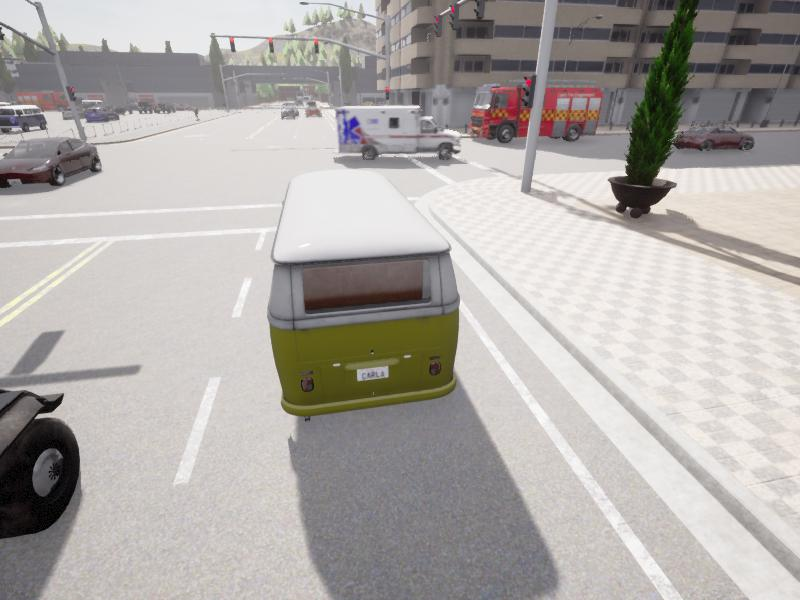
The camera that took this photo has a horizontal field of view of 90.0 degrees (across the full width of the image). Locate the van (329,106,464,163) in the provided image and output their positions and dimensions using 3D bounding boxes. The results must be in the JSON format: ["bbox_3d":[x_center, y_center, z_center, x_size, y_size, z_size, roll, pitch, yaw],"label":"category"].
[{"bbox_3d":[-0.105,-8.465,20.338,6.366,2.431,2.351,2,28,4],"label":"van"}]

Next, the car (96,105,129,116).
[{"bbox_3d":[-44.202,-29.222,61.644,2.033,1.415,5.357,-5,28,-10],"label":"car"}]

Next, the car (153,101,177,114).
[{"bbox_3d":[-39.940,-32.797,68.076,1.932,1.855,4.605,-5,28,-10],"label":"car"}]

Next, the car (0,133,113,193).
[{"bbox_3d":[-13.671,-5.483,15.613,2.163,1.488,4.792,-5,28,-10],"label":"car"}]

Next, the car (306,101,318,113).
[{"bbox_3d":[-16.076,-35.346,73.343,1.905,1.878,3.866,-5,28,-10],"label":"car"}]

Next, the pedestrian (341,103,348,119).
[{"bbox_3d":[-7.277,-24.655,52.159,0.751,1.860,0.751,-5,28,-10],"label":"pedestrian"}]

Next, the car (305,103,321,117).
[{"bbox_3d":[-13.288,-28.992,61.070,2.097,1.767,4.553,-5,28,-10],"label":"car"}]

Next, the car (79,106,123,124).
[{"bbox_3d":[-35.279,-21.955,47.351,2.242,1.667,4.611,-5,28,-10],"label":"car"}]

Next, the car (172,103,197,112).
[{"bbox_3d":[-43.395,-38.802,80.634,3.806,1.475,1.970,-5,28,-10],"label":"car"}]

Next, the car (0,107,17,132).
[{"bbox_3d":[-35.165,-15.072,33.590,1.932,1.855,4.605,-5,28,-10],"label":"car"}]

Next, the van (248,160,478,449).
[{"bbox_3d":[-0.682,-0.529,5.468,1.775,1.987,4.442,-5,28,-10],"label":"van"}]

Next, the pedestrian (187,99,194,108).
[{"bbox_3d":[-49.083,-45.976,93.706,0.751,1.860,0.751,-4,27,-8],"label":"pedestrian"}]

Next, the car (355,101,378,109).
[{"bbox_3d":[-8.012,-47.073,96.498,5.366,1.575,1.801,-5,28,-10],"label":"car"}]

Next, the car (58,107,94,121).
[{"bbox_3d":[-42.049,-24.273,52.029,1.970,1.475,3.806,-5,28,-10],"label":"car"}]

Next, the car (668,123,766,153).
[{"bbox_3d":[18.566,-9.561,23.557,4.181,1.385,1.994,-5,28,-10],"label":"car"}]

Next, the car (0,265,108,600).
[{"bbox_3d":[-3.362,1.529,1.572,1.905,1.878,3.866,-5,28,-10],"label":"car"}]

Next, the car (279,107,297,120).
[{"bbox_3d":[-15.726,-26.325,56.317,2.033,1.411,5.357,-6,28,-11],"label":"car"}]

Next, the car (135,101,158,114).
[{"bbox_3d":[-42.790,-32.560,67.626,1.905,1.878,3.866,-5,28,-10],"label":"car"}]

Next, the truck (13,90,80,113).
[{"bbox_3d":[-67.351,-37.975,76.397,8.468,3.827,2.891,-5,28,-9],"label":"truck"}]

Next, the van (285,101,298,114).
[{"bbox_3d":[-18.873,-33.640,69.901,1.775,1.987,4.442,-5,28,-10],"label":"van"}]

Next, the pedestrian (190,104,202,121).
[{"bbox_3d":[-24.930,-22.954,48.879,0.751,1.860,0.751,-6,28,-11],"label":"pedestrian"}]

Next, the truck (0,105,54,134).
[{"bbox_3d":[-32.339,-15.446,34.107,2.069,2.038,4.478,-5,28,-10],"label":"truck"}]

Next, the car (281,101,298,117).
[{"bbox_3d":[-17.250,-30.009,62.779,2.150,2.045,5.566,-5,28,-10],"label":"car"}]

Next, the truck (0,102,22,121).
[{"bbox_3d":[-50.557,-23.781,50.349,2.069,2.038,4.478,-5,28,-10],"label":"truck"}]

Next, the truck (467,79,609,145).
[{"bbox_3d":[9.342,-13.070,27.712,8.468,3.827,2.891,-5,28,-10],"label":"truck"}]
